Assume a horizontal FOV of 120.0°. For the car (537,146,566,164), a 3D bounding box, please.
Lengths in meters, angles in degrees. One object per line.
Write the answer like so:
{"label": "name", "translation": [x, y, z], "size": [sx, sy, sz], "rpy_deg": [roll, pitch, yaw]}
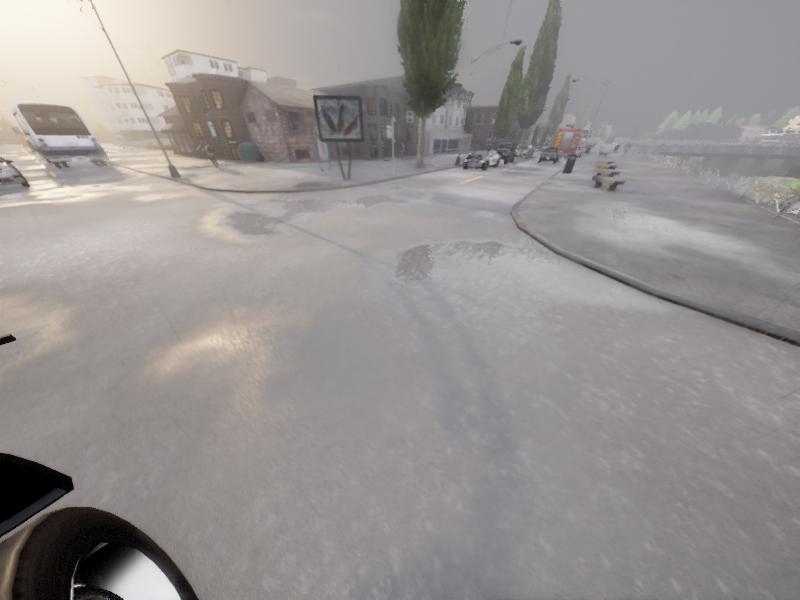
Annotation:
{"label": "car", "translation": [16.885, -16.146, 25.694], "size": [1.816, 1.474, 4.193], "rpy_deg": [22, 41, 28]}

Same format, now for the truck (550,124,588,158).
{"label": "truck", "translation": [26.014, -24.418, 35.475], "size": [2.891, 3.827, 8.468], "rpy_deg": [23, 41, 29]}

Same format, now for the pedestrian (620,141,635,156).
{"label": "pedestrian", "translation": [33.109, -22.042, 33.647], "size": [0.751, 1.860, 0.751], "rpy_deg": [-23, 41, -29]}

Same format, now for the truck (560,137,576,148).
{"label": "truck", "translation": [50.395, -47.257, 69.275], "size": [2.627, 2.467, 5.204], "rpy_deg": [23, 41, 28]}

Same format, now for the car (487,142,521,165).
{"label": "car", "translation": [11.065, -15.632, 24.553], "size": [1.905, 1.878, 3.866], "rpy_deg": [23, 41, 28]}

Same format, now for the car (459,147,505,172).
{"label": "car", "translation": [7.294, -12.452, 20.319], "size": [2.038, 1.542, 4.974], "rpy_deg": [23, 41, 29]}

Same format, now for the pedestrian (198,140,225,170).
{"label": "pedestrian", "translation": [-14.365, -11.060, 17.634], "size": [0.751, 1.860, 0.751], "rpy_deg": [24, 41, 29]}

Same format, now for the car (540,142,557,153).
{"label": "car", "translation": [28.835, -29.707, 44.933], "size": [1.851, 1.617, 3.988], "rpy_deg": [23, 41, 28]}

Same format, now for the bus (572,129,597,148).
{"label": "bus", "translation": [53.396, -46.548, 66.743], "size": [3.944, 4.253, 10.273], "rpy_deg": [23, 41, 28]}

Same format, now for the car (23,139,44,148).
{"label": "car", "translation": [-80.076, -34.206, 50.437], "size": [5.366, 1.575, 1.801], "rpy_deg": [23, 41, 28]}

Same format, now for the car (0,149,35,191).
{"label": "car", "translation": [-21.326, -6.789, 11.969], "size": [3.988, 1.617, 1.851], "rpy_deg": [22, 41, 28]}

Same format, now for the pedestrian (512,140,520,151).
{"label": "pedestrian", "translation": [22.522, -29.974, 44.813], "size": [0.751, 1.860, 0.751], "rpy_deg": [-28, 44, -34]}

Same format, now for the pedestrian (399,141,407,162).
{"label": "pedestrian", "translation": [0.293, -15.529, 24.143], "size": [0.751, 1.860, 0.751], "rpy_deg": [-2, 35, -4]}

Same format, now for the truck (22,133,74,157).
{"label": "truck", "translation": [-46.405, -20.504, 30.472], "size": [5.204, 2.467, 2.627], "rpy_deg": [23, 41, 28]}

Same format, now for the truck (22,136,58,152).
{"label": "truck", "translation": [-60.710, -26.337, 38.946], "size": [6.274, 2.098, 2.390], "rpy_deg": [23, 41, 28]}

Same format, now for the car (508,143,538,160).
{"label": "car", "translation": [16.351, -19.743, 30.668], "size": [2.152, 1.651, 5.027], "rpy_deg": [23, 41, 28]}

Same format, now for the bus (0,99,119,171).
{"label": "bus", "translation": [-30.216, -14.377, 20.369], "size": [10.273, 4.253, 3.944], "rpy_deg": [23, 41, 28]}
